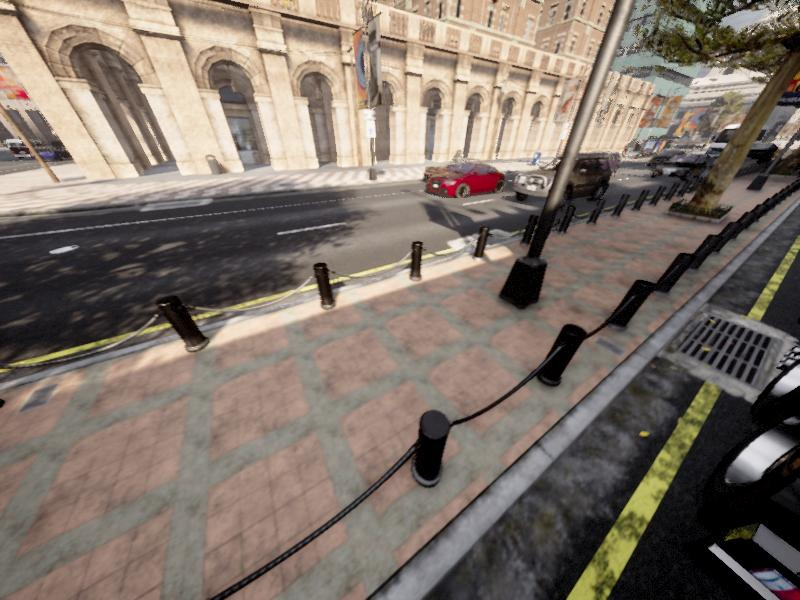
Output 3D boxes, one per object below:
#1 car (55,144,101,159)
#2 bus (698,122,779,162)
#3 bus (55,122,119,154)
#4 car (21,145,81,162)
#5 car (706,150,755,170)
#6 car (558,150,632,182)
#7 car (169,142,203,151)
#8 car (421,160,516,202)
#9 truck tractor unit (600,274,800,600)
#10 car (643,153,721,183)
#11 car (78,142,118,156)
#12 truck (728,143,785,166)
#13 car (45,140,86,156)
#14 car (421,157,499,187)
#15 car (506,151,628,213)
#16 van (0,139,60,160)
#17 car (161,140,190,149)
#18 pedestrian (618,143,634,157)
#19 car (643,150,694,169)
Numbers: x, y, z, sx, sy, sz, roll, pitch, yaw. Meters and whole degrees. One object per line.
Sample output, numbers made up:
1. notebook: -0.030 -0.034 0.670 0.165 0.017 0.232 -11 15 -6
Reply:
1. car: -43.929 -20.469 31.684 2.007 1.525 4.514 -19 39 -25
2. bus: 49.318 -22.976 33.694 10.273 4.253 3.944 -19 39 -26
3. bus: -56.683 -29.634 42.344 3.944 4.253 10.273 -24 42 -31
4. car: -40.465 -17.161 27.002 2.163 1.488 4.792 -19 39 -25
5. car: 32.709 -13.883 22.875 3.633 1.501 1.845 -19 39 -25
6. car: 14.305 -9.921 16.943 4.856 1.649 2.033 -19 39 -25
7. car: -48.832 -35.078 52.784 2.152 1.651 5.027 27 43 32
8. car: 3.370 -6.044 11.508 4.181 1.385 1.994 -19 39 -25
9. truck tractor unit: 5.127 -0.284 0.757 6.516 4.208 3.053 -18 39 -23
10. car: 20.223 -9.572 16.591 4.902 1.511 2.128 -19 39 -25
11. car: -47.549 -23.917 36.520 2.152 1.651 5.027 -19 39 -25
12. truck: 43.038 -17.678 27.916 6.274 2.098 2.390 -19 39 -26
13. car: -50.645 -23.127 35.122 1.905 1.878 3.866 -19 39 -25
14. car: 3.848 -8.359 14.892 4.718 1.301 1.895 -19 39 -26
15. car: 7.100 -5.197 9.881 4.605 1.855 1.932 -19 39 -26
16. van: -46.024 -18.806 28.827 2.069 2.038 4.480 -19 39 -25
17. car: -55.074 -38.213 56.764 4.605 1.855 1.932 -25 42 -32
18. pedestrian: 34.636 -23.032 35.431 0.751 1.860 0.751 -14 37 -20
19. car: 27.370 -14.370 23.562 4.892 1.490 1.837 -19 39 -26
